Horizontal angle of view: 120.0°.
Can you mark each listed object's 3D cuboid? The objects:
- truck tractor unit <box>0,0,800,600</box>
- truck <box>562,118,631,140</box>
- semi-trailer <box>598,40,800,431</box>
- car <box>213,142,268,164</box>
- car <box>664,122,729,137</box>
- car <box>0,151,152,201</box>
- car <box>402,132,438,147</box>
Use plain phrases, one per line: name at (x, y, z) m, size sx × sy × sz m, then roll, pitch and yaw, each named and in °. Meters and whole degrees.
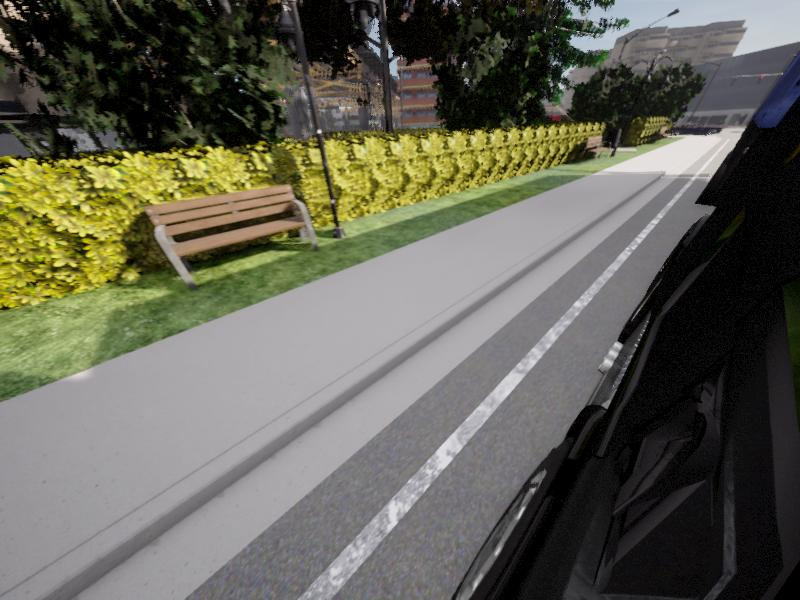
truck tractor unit at (2.645, -0.295, 0.351) m, size 6.516 × 4.208 × 3.053 m, roll -28°, pitch 44°, yaw -30°
truck at (25.788, -22.585, 30.588) m, size 6.274 × 2.098 × 2.390 m, roll 2°, pitch 37°, yaw 6°
semi-trailer at (8.687, -3.609, 4.244) m, size 14.254 × 4.402 × 2.717 m, roll -28°, pitch 44°, yaw -30°
car at (-16.471, -15.485, 24.201) m, size 2.038 × 1.542 × 4.974 m, roll 1°, pitch 37°, yaw 6°
car at (35.988, -20.791, 28.215) m, size 4.718 × 1.301 × 1.895 m, roll 29°, pitch 47°, yaw 36°
car at (-17.781, -7.093, 12.923) m, size 1.930 × 1.638 × 5.238 m, roll 1°, pitch 37°, yaw 5°
car at (2.885, -23.044, 33.144) m, size 4.902 × 1.511 × 2.128 m, roll 2°, pitch 37°, yaw 7°
